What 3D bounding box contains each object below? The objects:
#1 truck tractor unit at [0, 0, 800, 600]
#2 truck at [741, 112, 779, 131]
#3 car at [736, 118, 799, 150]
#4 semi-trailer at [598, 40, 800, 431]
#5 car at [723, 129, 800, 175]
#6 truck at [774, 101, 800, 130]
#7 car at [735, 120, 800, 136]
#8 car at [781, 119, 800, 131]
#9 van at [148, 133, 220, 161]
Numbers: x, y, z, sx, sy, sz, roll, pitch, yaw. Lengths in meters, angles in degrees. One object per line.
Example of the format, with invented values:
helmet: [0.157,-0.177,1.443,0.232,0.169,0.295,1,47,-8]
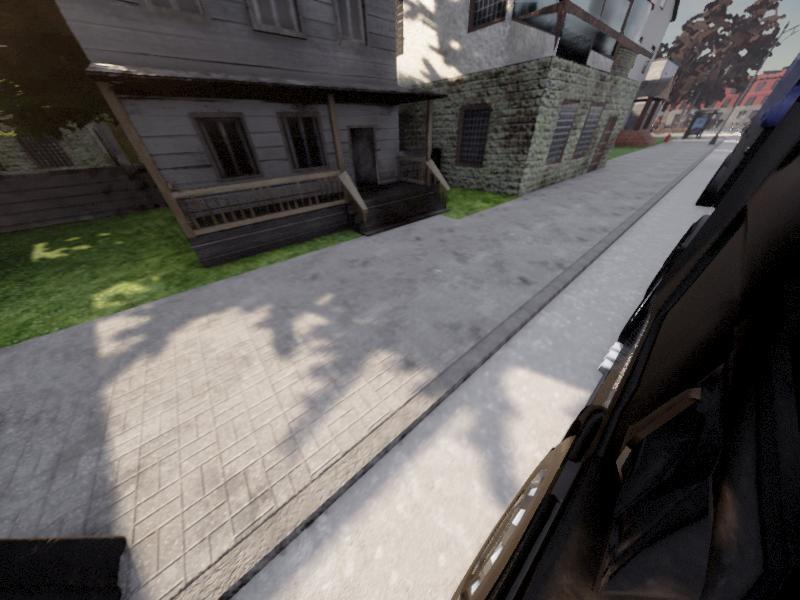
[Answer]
truck tractor unit: [2.645,-0.295,0.351,6.516,4.208,3.053,-28,44,-30]
truck: [64.041,-31.792,41.194,5.204,2.467,2.627,-28,44,-30]
car: [30.093,-13.734,19.029,4.605,1.855,1.932,-28,44,-30]
semi-trailer: [8.701,-3.574,4.267,14.254,4.402,2.717,-28,43,-30]
car: [18.395,-7.460,11.469,4.902,1.511,2.128,-28,43,-30]
truck: [70.564,-32.654,40.877,8.468,3.827,2.891,-28,43,-30]
car: [48.883,-22.734,30.552,4.892,1.490,1.837,7,39,12]
car: [63.059,-27.775,36.616,4.902,1.511,2.128,-28,43,-30]
van: [-26.857,-19.319,29.024,5.915,2.561,1.988,-28,43,-30]
